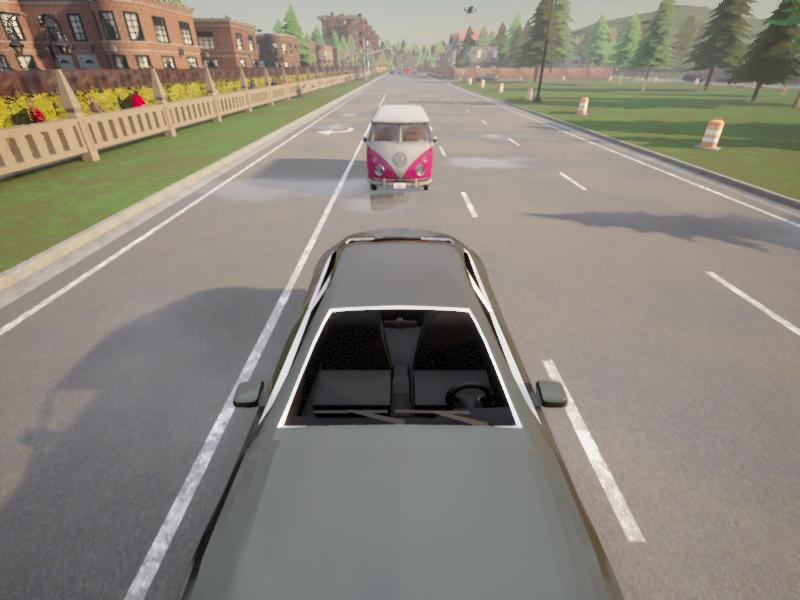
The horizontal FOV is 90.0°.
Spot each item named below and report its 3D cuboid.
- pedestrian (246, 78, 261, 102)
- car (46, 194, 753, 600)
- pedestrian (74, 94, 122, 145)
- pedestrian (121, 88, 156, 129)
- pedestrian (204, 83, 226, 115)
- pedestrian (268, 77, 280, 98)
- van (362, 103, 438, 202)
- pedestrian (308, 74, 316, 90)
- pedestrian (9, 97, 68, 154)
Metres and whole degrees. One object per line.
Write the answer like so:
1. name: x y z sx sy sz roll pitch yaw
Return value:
1. pedestrian: -13.436 -19.300 36.777 0.751 1.860 0.751 1 30 1
2. car: 0.000 0.653 3.290 2.152 1.651 5.027 0 30 0
3. pedestrian: -12.405 -7.428 16.493 0.751 1.860 0.751 -1 30 -1
4. pedestrian: -13.481 -9.865 20.656 0.751 1.860 0.751 0 30 1
5. pedestrian: -12.333 -13.384 26.670 0.751 1.860 0.751 0 30 0
6. pedestrian: -12.924 -21.775 41.006 0.751 1.860 0.751 -2 30 -4
7. van: -0.004 -4.499 11.718 1.775 1.987 4.442 0 30 0
8. pedestrian: -12.200 -30.262 55.511 0.751 1.860 0.751 0 30 0
9. pedestrian: -13.367 -6.474 14.862 0.751 1.860 0.751 0 30 0
